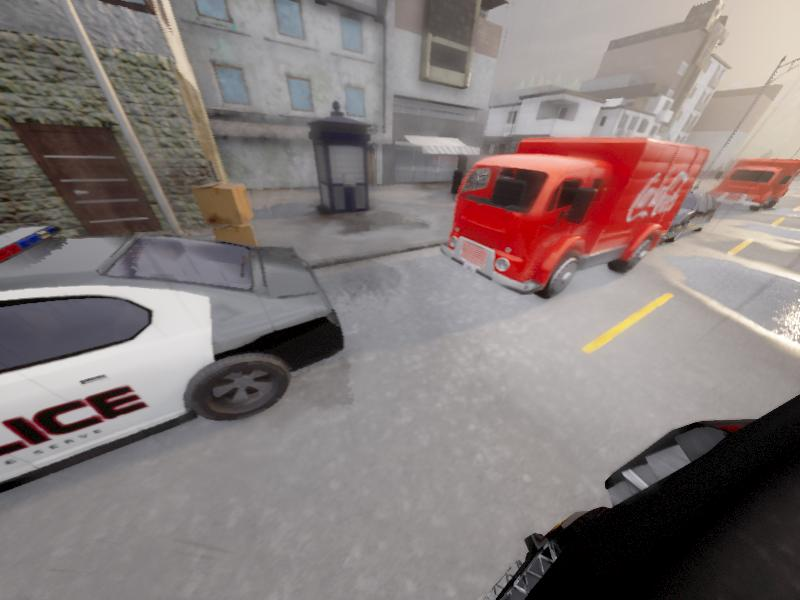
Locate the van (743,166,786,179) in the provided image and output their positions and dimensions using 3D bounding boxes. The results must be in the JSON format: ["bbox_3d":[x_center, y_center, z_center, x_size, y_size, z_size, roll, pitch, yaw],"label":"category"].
[{"bbox_3d":[78.947,-27.736,50.072,1.775,1.987,4.442,-16,38,-26],"label":"van"}]

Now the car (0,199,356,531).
[{"bbox_3d":[-3.124,0.374,1.793,4.974,1.542,2.038,-16,38,-26],"label":"car"}]

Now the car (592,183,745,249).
[{"bbox_3d":[9.781,-3.261,8.385,5.357,1.411,2.033,-16,38,-26],"label":"car"}]

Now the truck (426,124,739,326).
[{"bbox_3d":[3.556,-1.925,4.914,5.204,2.467,2.627,-16,38,-26],"label":"truck"}]

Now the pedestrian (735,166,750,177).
[{"bbox_3d":[66.570,-25.002,44.917,0.751,1.860,0.751,-24,42,-34],"label":"pedestrian"}]

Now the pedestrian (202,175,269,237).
[{"bbox_3d":[-4.151,-2.434,5.945,0.751,1.300,0.751,11,34,13],"label":"pedestrian"}]

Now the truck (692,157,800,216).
[{"bbox_3d":[20.956,-6.921,13.731,5.204,2.467,2.627,-18,38,-24],"label":"truck"}]
